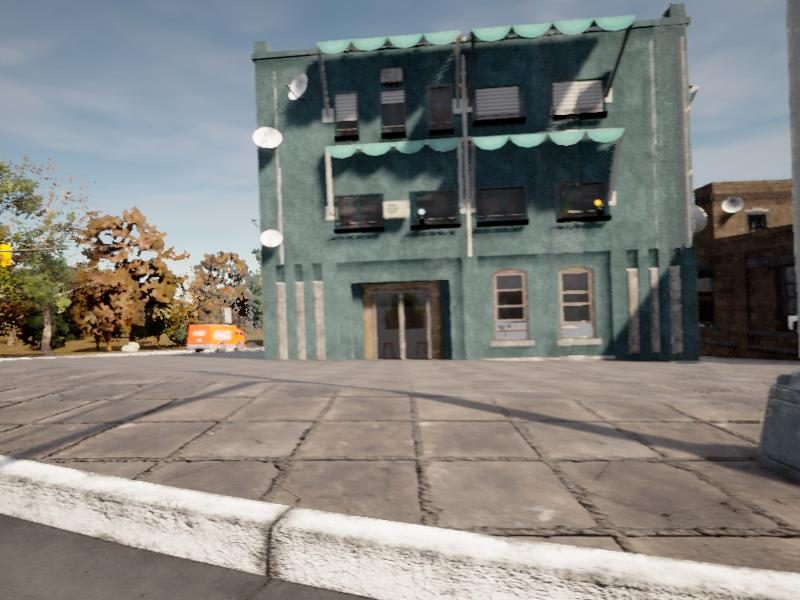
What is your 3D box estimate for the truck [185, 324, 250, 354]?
[{"bbox_3d":[-16.442,3.591,36.525,2.627,2.467,5.204,-3,-7,15],"label":"truck"}]
